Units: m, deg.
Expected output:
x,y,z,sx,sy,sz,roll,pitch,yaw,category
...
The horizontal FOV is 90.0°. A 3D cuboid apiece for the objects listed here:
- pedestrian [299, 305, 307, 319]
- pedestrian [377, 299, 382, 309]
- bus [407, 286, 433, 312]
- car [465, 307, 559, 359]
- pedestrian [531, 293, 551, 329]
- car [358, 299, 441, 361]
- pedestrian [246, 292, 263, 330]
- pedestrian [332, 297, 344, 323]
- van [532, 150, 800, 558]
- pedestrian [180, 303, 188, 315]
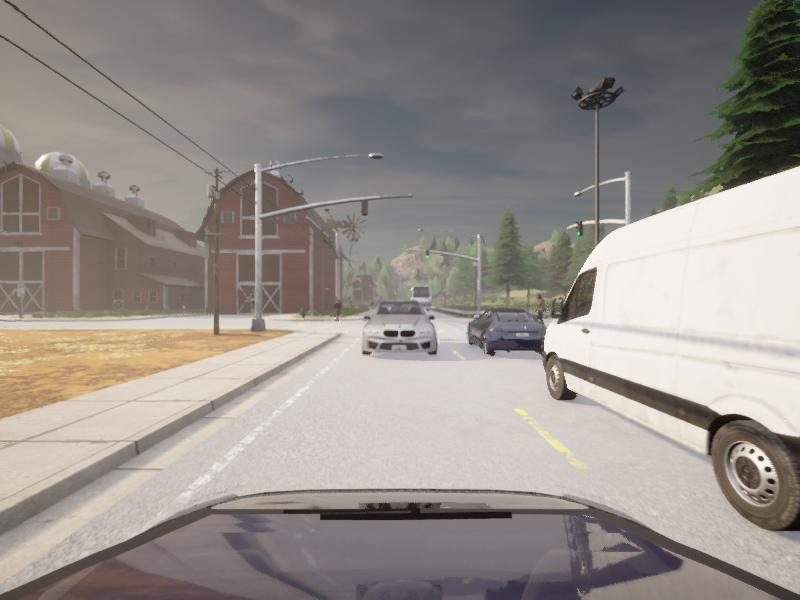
x,y,z,sx,sy,sz,roll,pitch,yaw,category
-7.891,0.977,32.671,0.500,1.100,0.500,0,0,-34,pedestrian
-3.950,0.808,77.133,0.751,1.860,0.751,0,0,11,pedestrian
3.345,-0.237,69.943,3.944,4.253,10.273,0,0,0,bus
3.489,0.967,13.377,1.994,1.385,4.181,0,0,0,car
7.499,0.569,21.244,0.751,1.860,0.751,0,0,-4,pedestrian
-0.027,0.814,13.110,2.242,1.667,4.611,0,0,0,car
-7.271,0.548,19.986,0.751,1.860,0.751,0,0,-20,pedestrian
-4.572,0.737,29.454,0.751,1.860,0.751,0,0,5,pedestrian
3.500,0.346,4.620,1.988,2.561,5.915,0,0,0,van
-21.357,0.886,39.597,0.500,1.100,0.500,0,0,12,pedestrian
